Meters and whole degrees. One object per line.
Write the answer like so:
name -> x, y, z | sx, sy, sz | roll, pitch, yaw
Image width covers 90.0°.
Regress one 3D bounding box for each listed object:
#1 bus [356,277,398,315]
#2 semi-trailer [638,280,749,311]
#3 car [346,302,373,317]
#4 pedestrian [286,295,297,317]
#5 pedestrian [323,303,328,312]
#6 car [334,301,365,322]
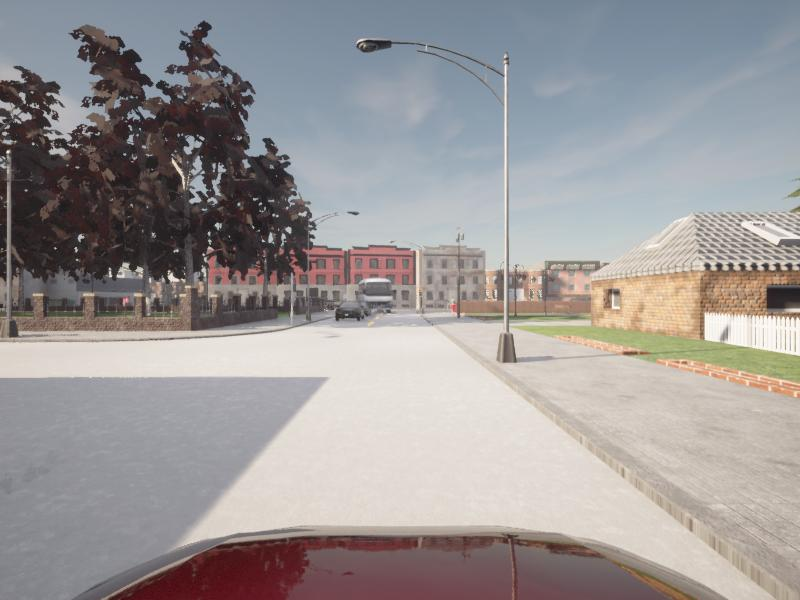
bus -> -3.144, -0.539, 50.387 | 3.944, 4.253, 10.273 | -1, 1, -11
semi-trailer -> 42.600, -0.618, 58.353 | 14.254, 4.402, 2.717 | 0, 0, 0
car -> -3.869, 0.895, 39.441 | 2.033, 1.411, 5.357 | 0, 0, 1
pedestrian -> -9.205, 0.533, 33.837 | 0.751, 1.860, 0.751 | 0, 0, -1
pedestrian -> -9.226, 0.914, 49.587 | 0.500, 1.100, 0.500 | 0, 0, -17
car -> -3.937, 0.823, 32.015 | 1.882, 1.535, 5.008 | 0, 0, 0
